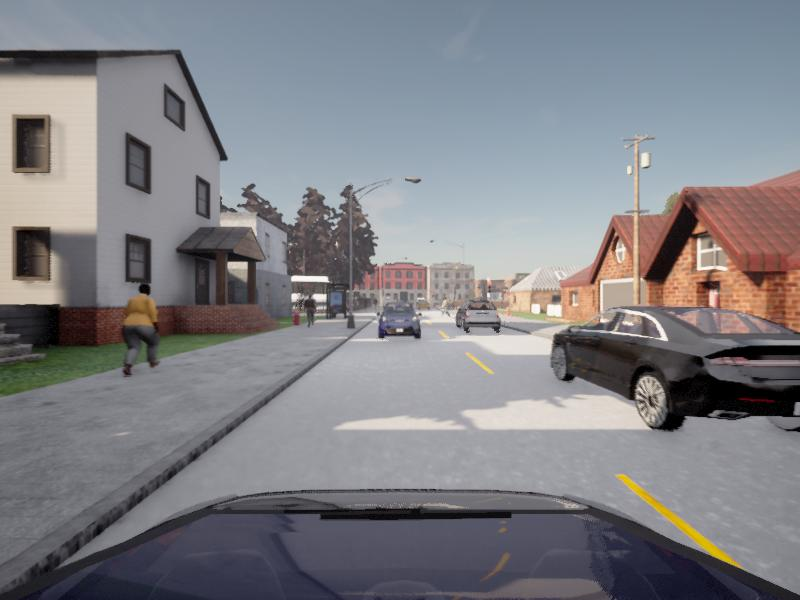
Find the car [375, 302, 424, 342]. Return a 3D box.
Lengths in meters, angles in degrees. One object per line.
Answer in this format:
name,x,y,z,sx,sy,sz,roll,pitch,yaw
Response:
car,-0.032,0.819,16.770,1.845,1.501,3.633,0,0,-1

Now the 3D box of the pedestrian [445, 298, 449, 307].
pedestrian,9.248,0.485,78.847,0.751,1.860,0.751,0,0,11

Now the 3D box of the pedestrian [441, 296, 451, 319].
pedestrian,3.825,0.620,33.470,0.751,1.860,0.751,0,0,-3

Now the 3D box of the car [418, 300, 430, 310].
car,3.981,0.769,67.358,1.801,1.575,5.366,0,0,1

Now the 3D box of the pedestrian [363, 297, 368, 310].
pedestrian,-5.048,0.504,58.877,0.751,1.860,0.751,0,0,-3

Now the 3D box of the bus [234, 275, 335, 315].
bus,-12.879,-0.552,45.457,10.273,4.253,3.944,1,0,-1

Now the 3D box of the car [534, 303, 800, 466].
car,3.972,0.832,6.271,2.128,1.511,4.902,0,0,1

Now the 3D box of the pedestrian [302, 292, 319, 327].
pedestrian,-4.841,0.522,21.672,0.751,1.860,0.751,0,0,-3

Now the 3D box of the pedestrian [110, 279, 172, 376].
pedestrian,-5.196,0.529,8.071,0.751,1.860,0.751,0,0,1

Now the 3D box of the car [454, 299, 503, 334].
car,3.968,0.777,20.840,1.851,1.617,3.988,0,0,1
